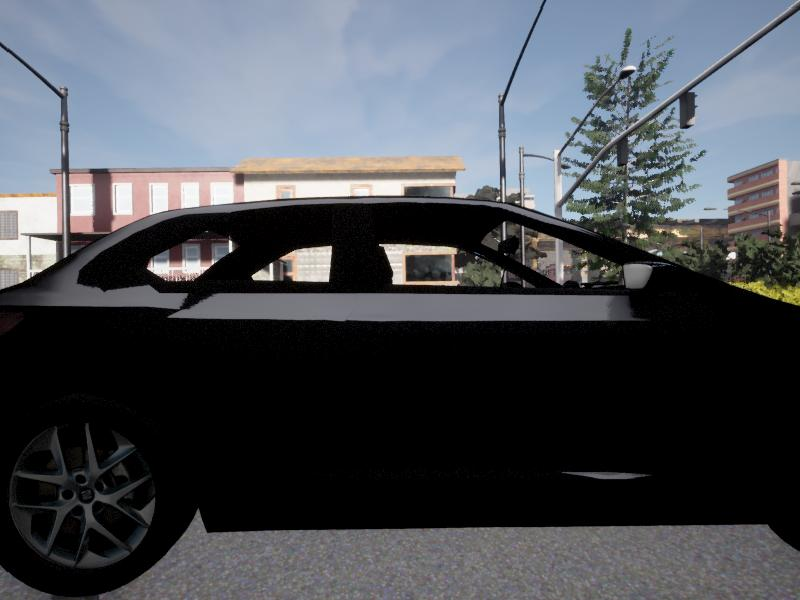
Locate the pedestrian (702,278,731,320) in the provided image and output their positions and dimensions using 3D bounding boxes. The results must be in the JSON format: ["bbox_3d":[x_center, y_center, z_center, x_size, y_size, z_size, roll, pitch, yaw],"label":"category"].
[{"bbox_3d":[14.586,-0.043,18.435,0.751,1.860,0.751,-1,0,-21],"label":"pedestrian"}]

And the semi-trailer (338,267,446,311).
[{"bbox_3d":[-1.403,-0.993,45.037,14.254,4.402,2.717,-1,0,43],"label":"semi-trailer"}]

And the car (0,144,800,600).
[{"bbox_3d":[0.342,0.254,2.184,4.193,1.474,1.816,0,0,-1],"label":"car"}]
